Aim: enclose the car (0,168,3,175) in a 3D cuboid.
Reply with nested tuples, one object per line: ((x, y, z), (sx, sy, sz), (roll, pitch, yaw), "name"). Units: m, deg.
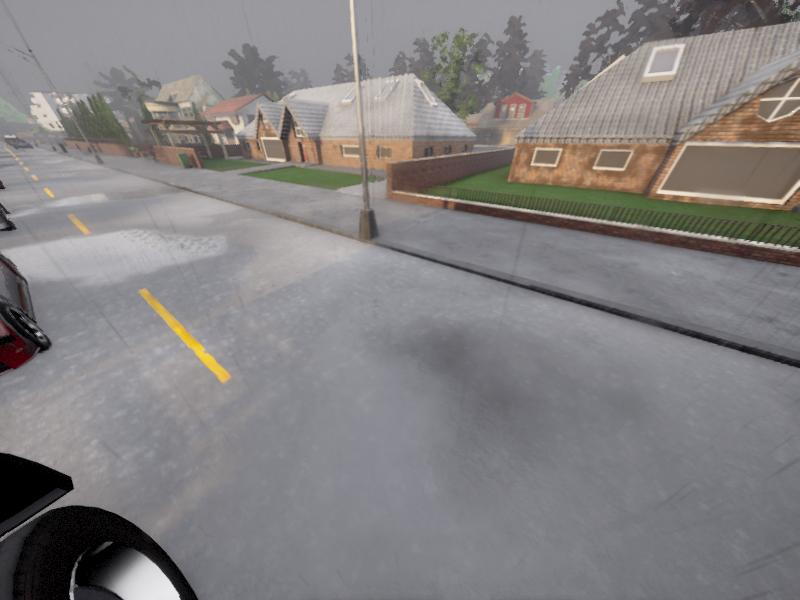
((-29.715, -9.565, 15.941), (4.193, 1.474, 1.816), (22, 41, 28), "car")

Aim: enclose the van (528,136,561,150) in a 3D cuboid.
((33.387, -36.371, 53.545), (5.915, 2.561, 1.988), (22, 41, 28), "van")

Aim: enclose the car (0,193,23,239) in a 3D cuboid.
((-12.772, -2.683, 6.281), (4.514, 1.525, 2.007), (22, 41, 28), "car")

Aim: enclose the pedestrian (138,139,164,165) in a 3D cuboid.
((-22.212, -13.235, 20.654), (0.751, 1.860, 0.751), (24, 41, 29), "pedestrian")

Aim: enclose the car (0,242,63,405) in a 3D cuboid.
((-6.142, 0.084, 2.550), (4.181, 1.385, 1.994), (22, 41, 28), "car")

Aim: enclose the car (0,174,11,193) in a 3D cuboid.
((-21.278, -6.149, 11.124), (4.514, 1.525, 2.007), (22, 41, 28), "car")

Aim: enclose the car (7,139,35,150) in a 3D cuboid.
((-75.186, -30.932, 45.804), (4.611, 1.667, 2.242), (22, 41, 28), "car")
